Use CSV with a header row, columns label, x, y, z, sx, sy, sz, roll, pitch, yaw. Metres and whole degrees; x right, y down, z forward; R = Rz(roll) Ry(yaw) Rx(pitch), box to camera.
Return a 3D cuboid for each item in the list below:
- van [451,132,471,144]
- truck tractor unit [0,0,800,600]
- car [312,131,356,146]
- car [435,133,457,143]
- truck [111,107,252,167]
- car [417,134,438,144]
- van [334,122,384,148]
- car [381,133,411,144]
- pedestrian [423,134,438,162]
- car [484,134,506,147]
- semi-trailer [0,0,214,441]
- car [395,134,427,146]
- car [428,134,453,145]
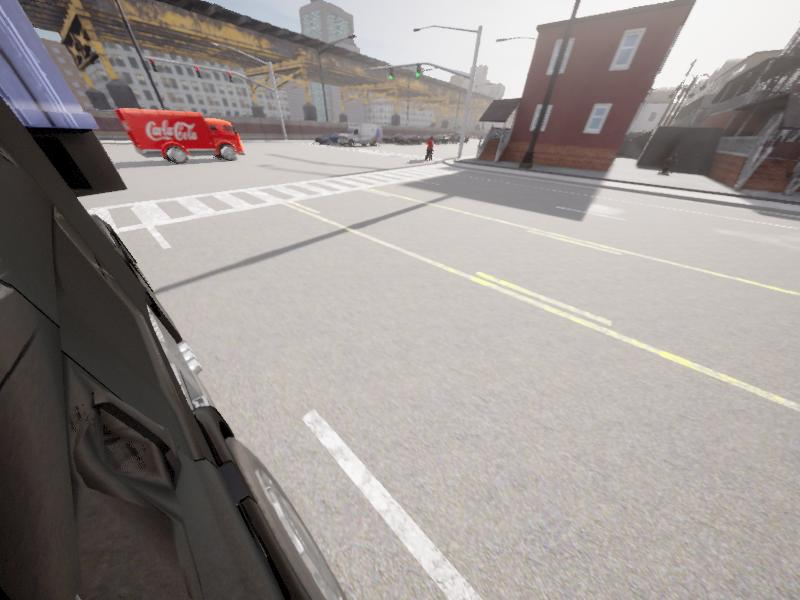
label,x,y,z,sx,sy,sz,roll,pitch,yaw
van,12.430,-32.862,46.858,1.775,1.987,4.442,28,44,30
truck tractor unit,-2.645,-0.295,0.351,6.516,4.208,3.053,28,44,30
car,-8.727,-21.698,31.056,2.033,1.411,5.357,28,44,30
car,9.806,-34.202,48.756,2.242,1.667,4.611,29,44,30
truck,-12.698,-9.805,13.948,2.627,2.467,5.204,28,44,30
car,5.294,-31.072,44.529,1.994,1.385,4.181,28,43,30
van,-5.055,-21.269,29.844,2.351,2.431,6.366,27,43,29
car,-0.641,-27.105,38.815,2.033,1.411,5.357,29,44,31
pedestrian,2.462,-12.253,18.654,0.751,1.860,0.751,27,43,29
car,17.885,-30.036,43.500,1.932,1.855,4.605,28,44,30
semi-trailer,-9.859,-2.344,2.475,14.254,4.402,2.717,12,37,12
car,1.806,-25.528,36.852,2.033,1.411,5.357,28,44,30
car,7.426,-29.325,42.213,1.837,1.490,4.892,28,44,30
